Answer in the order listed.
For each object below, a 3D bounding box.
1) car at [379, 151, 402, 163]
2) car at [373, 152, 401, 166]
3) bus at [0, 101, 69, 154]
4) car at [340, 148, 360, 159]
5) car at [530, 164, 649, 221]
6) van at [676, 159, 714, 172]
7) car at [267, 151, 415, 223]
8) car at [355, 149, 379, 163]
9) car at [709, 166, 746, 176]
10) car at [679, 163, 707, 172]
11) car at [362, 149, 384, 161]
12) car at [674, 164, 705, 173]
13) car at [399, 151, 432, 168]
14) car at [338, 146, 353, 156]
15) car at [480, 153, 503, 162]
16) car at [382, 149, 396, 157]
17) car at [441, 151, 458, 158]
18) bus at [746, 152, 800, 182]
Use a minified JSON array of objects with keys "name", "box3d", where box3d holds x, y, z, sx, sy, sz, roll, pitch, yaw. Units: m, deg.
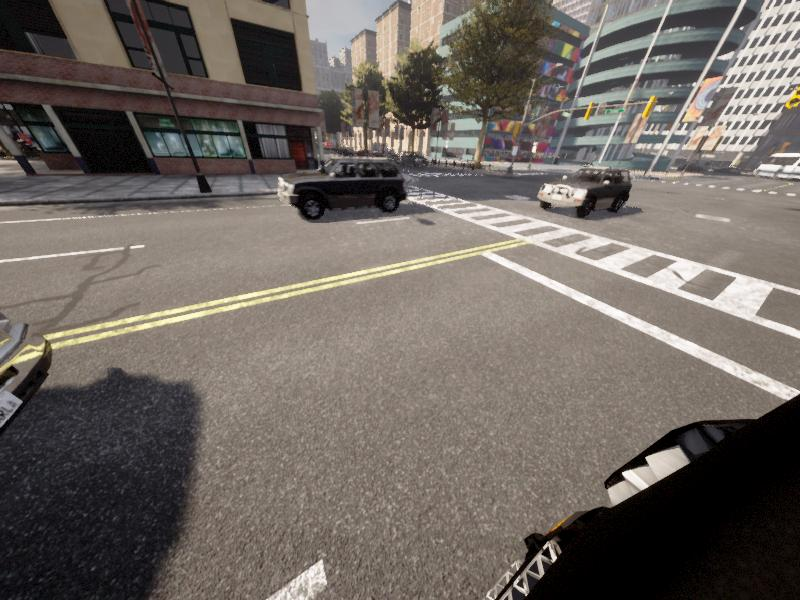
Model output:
[{"name":"car","box3d":[-1.608,-22.855,36.997,1.994,1.385,4.181,-16,38,-26]},{"name":"car","box3d":[-1.894,-19.367,31.656,1.812,1.442,4.674,-16,38,-26]},{"name":"bus","box3d":[-41.975,-18.209,24.287,3.944,4.253,10.273,-16,38,-26]},{"name":"car","box3d":[-9.003,-26.327,41.544,1.837,1.490,4.892,-16,38,-27]},{"name":"car","box3d":[8.513,-5.004,10.431,4.605,1.855,1.932,-16,38,-25]},{"name":"van","box3d":[82.143,-37.561,64.489,1.988,2.561,5.915,-1,34,-5]},{"name":"car","box3d":[-1.978,-4.264,8.514,4.605,1.855,1.932,-16,38,-26]},{"name":"car","box3d":[-5.269,-22.689,36.324,2.007,1.525,4.514,-16,38,-26]},{"name":"car","box3d":[77.726,-30.712,54.961,2.152,1.651,5.027,7,34,7]},{"name":"car","box3d":[75.064,-34.054,59.308,1.905,1.878,3.866,5,34,4]},{"name":"car","box3d":[-4.950,-26.222,41.680,2.128,1.511,4.902,-16,38,-26]},{"name":"car","box3d":[78.710,-35.959,62.937,2.152,1.651,5.027,1,34,-2]},{"name":"car","box3d":[2.038,-19.388,31.785,2.242,1.667,4.611,-16,38,-26]},{"name":"car","box3d":[-12.256,-33.482,51.962,1.851,1.617,3.988,-16,38,-26]},{"name":"car","box3d":[23.468,-36.722,59.463,2.128,1.511,4.902,-16,38,-26]},{"name":"car","box3d":[-2.787,-36.756,57.692,1.845,1.501,3.633,-16,38,-26]},{"name":"car","box3d":[14.081,-41.415,65.879,2.161,1.482,4.786,-16,38,-26]},{"name":"bus","box3d":[72.285,-24.913,43.167,3.944,4.253,10.273,21,37,24]}]
